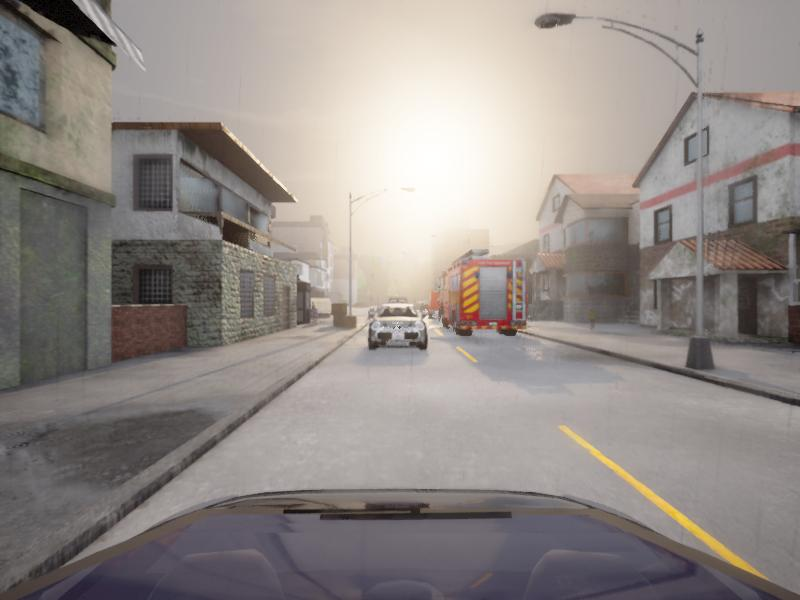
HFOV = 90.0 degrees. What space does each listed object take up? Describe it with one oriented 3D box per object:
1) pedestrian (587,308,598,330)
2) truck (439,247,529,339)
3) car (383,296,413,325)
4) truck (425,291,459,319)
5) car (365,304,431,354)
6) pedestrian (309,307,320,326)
[{"bbox_3d":[9.813,0.948,20.414,0.500,1.100,0.500,0,0,28],"label":"pedestrian"},{"bbox_3d":[3.906,-0.285,20.962,2.891,3.827,8.468,0,0,0],"label":"truck"},{"bbox_3d":[-0.137,0.692,27.723,1.905,1.878,3.866,0,0,0],"label":"car"},{"bbox_3d":[3.811,0.419,37.425,2.627,2.467,5.204,0,0,0],"label":"truck"},{"bbox_3d":[-0.072,0.877,13.876,1.970,1.475,3.806,0,0,0],"label":"car"},{"bbox_3d":[-5.065,0.953,23.815,0.500,1.100,0.500,0,0,9],"label":"pedestrian"}]
